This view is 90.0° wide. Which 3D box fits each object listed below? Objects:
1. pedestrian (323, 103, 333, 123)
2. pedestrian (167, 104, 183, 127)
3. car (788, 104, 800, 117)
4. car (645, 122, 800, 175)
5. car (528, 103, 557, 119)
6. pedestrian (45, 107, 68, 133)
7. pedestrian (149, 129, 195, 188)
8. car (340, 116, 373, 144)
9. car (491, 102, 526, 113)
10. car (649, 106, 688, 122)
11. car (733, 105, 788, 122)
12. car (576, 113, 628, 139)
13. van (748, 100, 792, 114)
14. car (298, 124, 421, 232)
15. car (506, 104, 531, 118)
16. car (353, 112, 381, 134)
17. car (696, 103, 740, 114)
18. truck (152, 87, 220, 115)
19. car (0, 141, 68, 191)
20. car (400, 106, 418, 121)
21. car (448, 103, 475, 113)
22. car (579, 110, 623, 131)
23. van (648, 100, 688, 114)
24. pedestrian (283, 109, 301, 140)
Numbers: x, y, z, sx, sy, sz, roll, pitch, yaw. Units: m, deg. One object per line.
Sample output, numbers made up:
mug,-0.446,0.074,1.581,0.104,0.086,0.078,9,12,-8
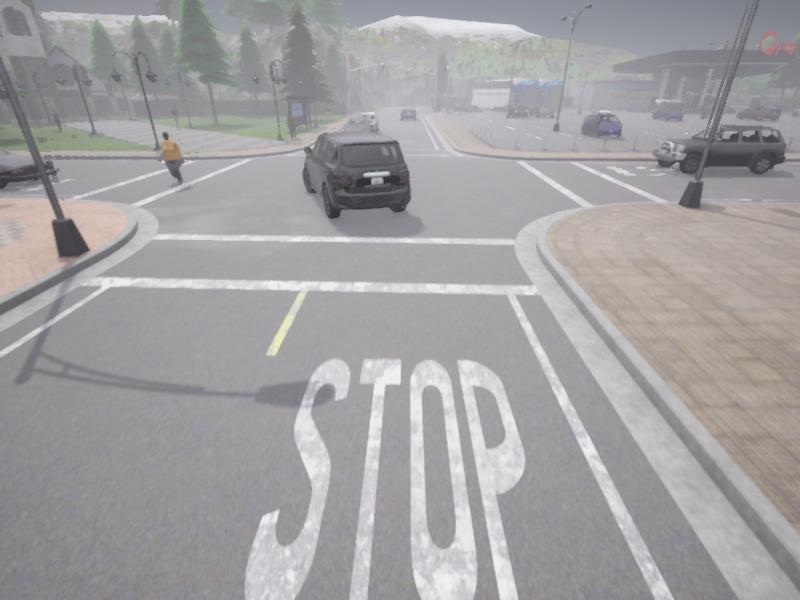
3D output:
pedestrian,-7.609,-19.779,42.336,0.751,1.860,0.751,0,27,0
pedestrian,-20.720,-16.996,36.878,0.751,1.860,0.751,-20,34,-34
car,52.716,-24.213,51.278,1.970,1.475,3.806,1,27,1
car,13.350,-6.363,16.736,4.605,1.855,1.932,1,27,1
car,18.473,-24.662,52.131,2.152,1.636,5.027,1,27,1
pedestrian,-27.814,-14.625,32.414,0.751,1.860,0.751,19,33,33
pedestrian,-7.958,-4.959,14.036,0.751,1.860,0.751,1,27,2
car,-2.920,-11.766,27.578,1.789,1.549,3.705,1,27,1
car,18.106,-32.148,66.794,5.238,1.638,1.930,1,27,2
car,30.086,-20.989,45.000,1.845,1.501,3.633,1,27,1
car,40.073,-20.859,44.686,2.007,1.523,4.514,1,27,1
car,14.574,-12.669,29.082,1.845,1.501,3.633,1,27,1
van,57.636,-30.070,62.342,4.442,1.987,1.775,1,27,2
car,-1.459,-3.913,11.853,2.150,2.045,5.566,-10,29,-18
car,15.335,-24.670,52.172,2.007,1.523,4.514,1,27,1
car,-2.767,-15.286,34.457,1.970,1.475,3.806,0,27,1
car,49.763,-30.017,62.684,4.974,1.542,2.038,1,27,2
truck,-33.425,-31.348,62.950,8.468,3.827,2.891,-6,28,-11
car,-15.724,-4.919,14.522,5.357,1.411,2.033,1,27,2
car,1.077,-23.278,49.873,2.163,1.488,4.792,0,27,1
car,10.228,-32.202,67.080,4.193,1.474,1.816,1,27,2
car,17.772,-16.033,35.594,1.970,1.475,3.806,1,27,1
van,42.033,-30.336,62.829,4.480,2.038,2.069,1,27,2
pedestrian,-7.243,-11.737,26.812,0.751,1.860,0.751,2,27,3
